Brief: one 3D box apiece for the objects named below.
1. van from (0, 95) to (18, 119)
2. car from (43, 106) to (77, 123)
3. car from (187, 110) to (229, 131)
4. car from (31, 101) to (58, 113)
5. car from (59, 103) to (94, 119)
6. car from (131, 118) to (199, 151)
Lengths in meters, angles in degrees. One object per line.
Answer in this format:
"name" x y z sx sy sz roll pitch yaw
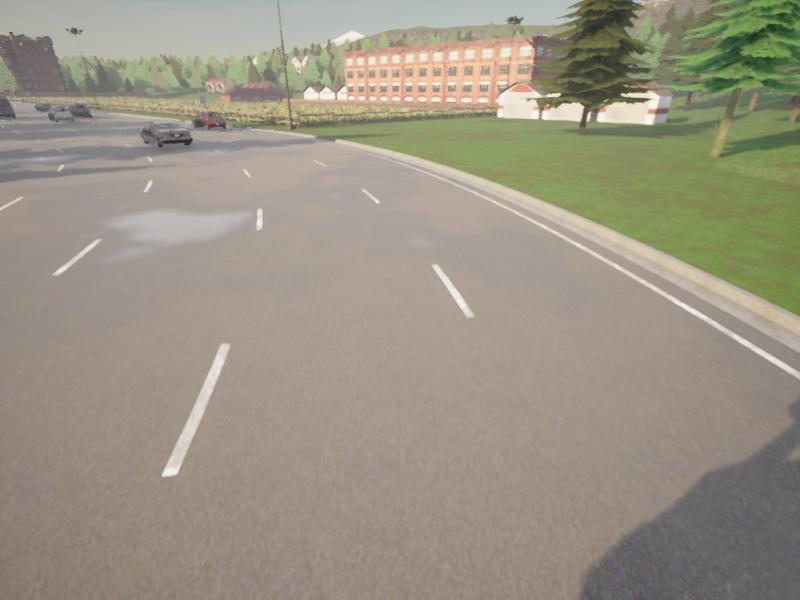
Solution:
"van" -48.674 -23.455 48.522 5.915 2.561 1.988 23 35 37
"car" -36.756 -20.057 43.234 3.633 1.501 1.845 23 35 37
"car" -17.111 -15.993 35.594 3.633 1.501 1.845 23 35 37
"car" -56.861 -30.846 63.941 4.902 1.511 2.128 23 35 37
"car" -41.483 -24.288 51.330 4.611 1.667 2.242 23 35 37
"car" -14.762 -10.421 25.008 2.033 1.411 5.357 -23 35 -38
